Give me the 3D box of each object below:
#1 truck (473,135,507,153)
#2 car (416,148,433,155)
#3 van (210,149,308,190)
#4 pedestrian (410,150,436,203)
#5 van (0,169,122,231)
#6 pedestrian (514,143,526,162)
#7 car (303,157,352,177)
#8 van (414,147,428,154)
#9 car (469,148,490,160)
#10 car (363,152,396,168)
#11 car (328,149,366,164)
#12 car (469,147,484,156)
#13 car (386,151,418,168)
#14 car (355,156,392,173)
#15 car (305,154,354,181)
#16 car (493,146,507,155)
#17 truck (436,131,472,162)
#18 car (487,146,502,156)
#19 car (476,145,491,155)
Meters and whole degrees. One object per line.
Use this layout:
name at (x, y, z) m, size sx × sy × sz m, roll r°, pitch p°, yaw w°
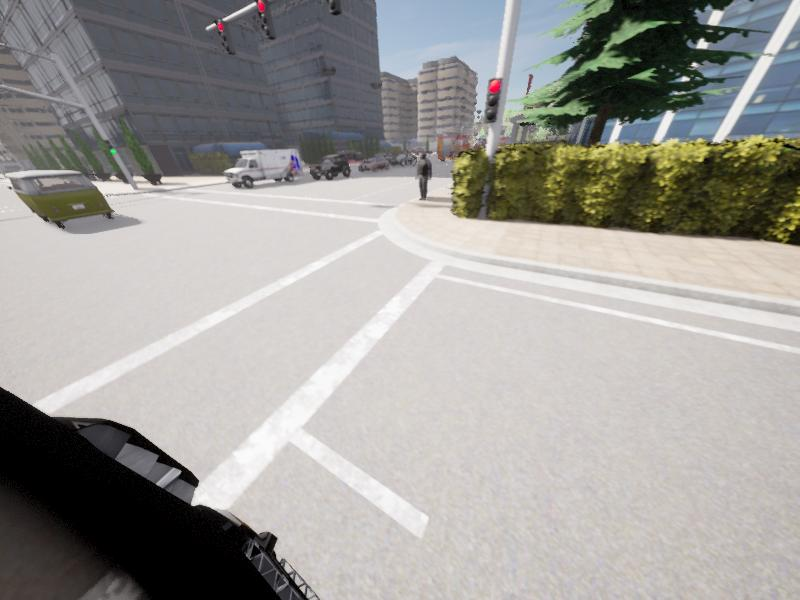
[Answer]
truck at (24.624, -42.828, 63.458) m, size 8.468 × 3.827 × 2.891 m, roll -15°, pitch 35°, yaw -18°
car at (7.864, -47.434, 73.784) m, size 4.792 × 1.488 × 2.163 m, roll 16°, pitch 38°, yaw 25°
van at (-11.354, -11.160, 19.484) m, size 2.351 × 2.431 × 6.366 m, roll 15°, pitch 37°, yaw 25°
pedestrian at (0.967, -5.201, 9.760) m, size 0.751 × 1.860 × 0.751 m, roll 24°, pitch 42°, yaw 34°
van at (-14.718, -4.458, 9.995) m, size 4.442 × 1.987 × 1.775 m, roll 15°, pitch 38°, yaw 25°
pedestrian at (14.057, -17.357, 27.180) m, size 0.751 × 1.860 × 0.751 m, roll 18°, pitch 39°, yaw 28°
car at (-7.689, -14.563, 25.168) m, size 1.882 × 1.535 × 5.008 m, roll 15°, pitch 38°, yaw 25°
van at (6.984, -50.105, 77.429) m, size 4.442 × 1.987 × 1.775 m, roll 16°, pitch 38°, yaw 25°
car at (13.239, -24.208, 38.235) m, size 2.128 × 1.511 × 4.902 m, roll 15°, pitch 37°, yaw 25°
car at (-2.751, -19.727, 32.495) m, size 2.242 × 1.667 × 4.611 m, roll 15°, pitch 37°, yaw 25°
car at (-10.070, -27.447, 44.064) m, size 6.274 × 2.098 × 2.390 m, roll -20°, pitch 37°, yaw -24°
car at (16.055, -31.120, 48.466) m, size 1.845 × 1.501 × 3.633 m, roll 15°, pitch 37°, yaw 25°
car at (0.422, -19.002, 31.190) m, size 1.930 × 1.638 × 5.238 m, roll 15°, pitch 38°, yaw 25°
car at (-2.933, -15.399, 26.235) m, size 1.994 × 1.385 × 4.181 m, roll 16°, pitch 38°, yaw 26°
car at (-6.279, -12.187, 21.151) m, size 1.905 × 1.878 × 3.866 m, roll 15°, pitch 37°, yaw 25°
car at (22.558, -33.779, 52.156) m, size 1.994 × 1.385 × 4.181 m, roll 15°, pitch 37°, yaw 25°
truck at (8.880, -24.701, 37.205) m, size 2.891 × 3.827 × 8.468 m, roll 15°, pitch 37°, yaw 25°
car at (19.433, -30.617, 47.457) m, size 1.845 × 1.501 × 3.633 m, roll 15°, pitch 37°, yaw 25°
car at (19.172, -34.461, 53.049) m, size 2.097 × 1.767 × 4.553 m, roll 15°, pitch 37°, yaw 25°
